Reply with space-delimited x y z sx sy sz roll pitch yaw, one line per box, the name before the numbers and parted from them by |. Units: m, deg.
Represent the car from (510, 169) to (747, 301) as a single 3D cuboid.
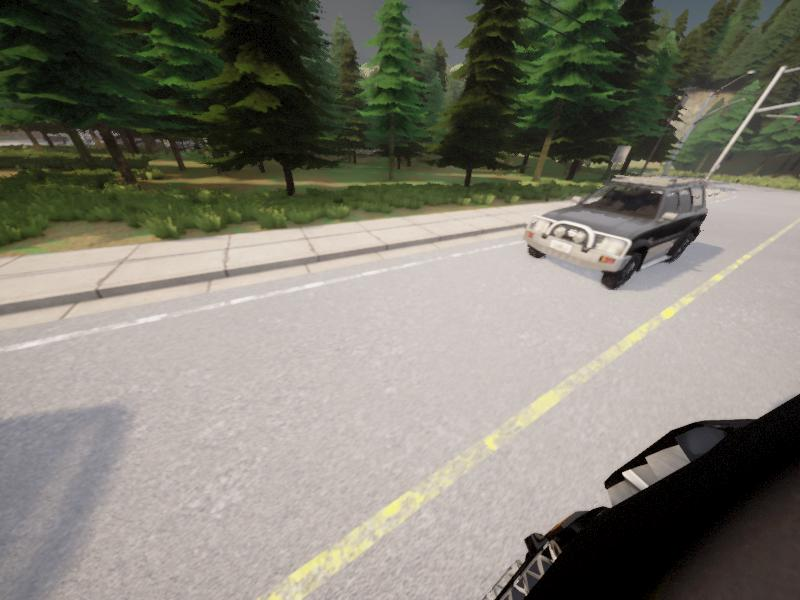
car | 5.189 -1.823 5.375 4.605 1.855 1.932 -17 38 -24
